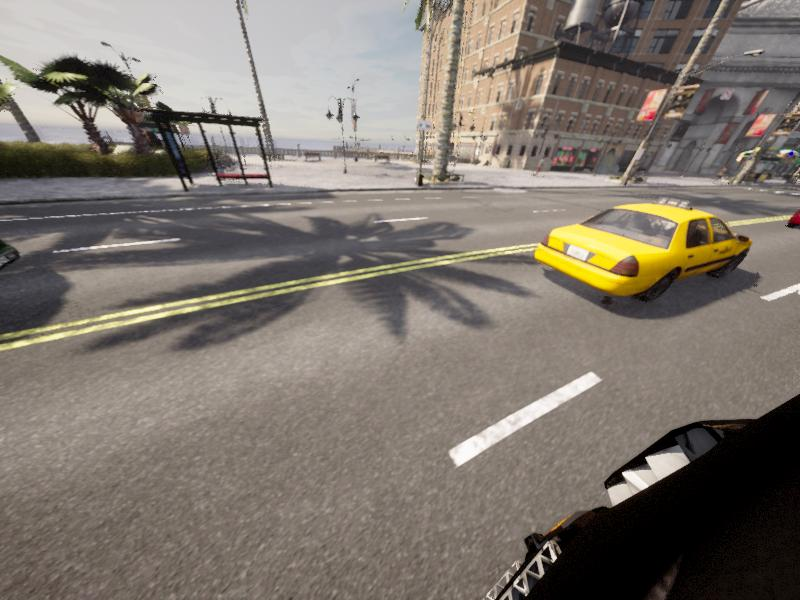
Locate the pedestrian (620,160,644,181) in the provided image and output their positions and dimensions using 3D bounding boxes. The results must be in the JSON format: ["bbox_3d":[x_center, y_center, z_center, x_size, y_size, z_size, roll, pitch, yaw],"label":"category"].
[{"bbox_3d":[24.388,-13.611,24.293,0.751,1.860,0.751,-1,34,-6],"label":"pedestrian"}]

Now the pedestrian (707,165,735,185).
[{"bbox_3d":[35.469,-13.877,25.569,0.751,1.860,0.751,3,34,0],"label":"pedestrian"}]

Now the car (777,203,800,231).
[{"bbox_3d":[18.660,-3.551,9.506,4.181,1.385,1.994,-10,36,-19],"label":"car"}]

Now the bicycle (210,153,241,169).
[{"bbox_3d":[-13.273,-10.630,17.663,1.643,1.024,0.373,-10,36,-19],"label":"bicycle"}]

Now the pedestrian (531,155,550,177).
[{"bbox_3d":[13.955,-13.322,23.036,0.751,1.860,0.751,-10,36,-18],"label":"pedestrian"}]

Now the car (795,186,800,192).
[{"bbox_3d":[45.664,-12.397,24.670,5.238,1.638,1.930,-10,36,-18],"label":"car"}]

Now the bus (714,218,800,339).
[{"bbox_3d":[11.408,-1.499,3.260,10.273,4.253,3.944,-11,36,-19],"label":"bus"}]

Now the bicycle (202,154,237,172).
[{"bbox_3d":[-12.553,-9.561,16.117,1.643,1.024,0.373,-10,36,-19],"label":"bicycle"}]

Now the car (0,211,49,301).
[{"bbox_3d":[-7.963,-0.262,2.085,4.553,1.767,2.097,-17,38,-27],"label":"car"}]

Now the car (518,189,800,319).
[{"bbox_3d":[5.450,-1.304,4.901,5.366,1.575,1.801,-11,36,-20],"label":"car"}]

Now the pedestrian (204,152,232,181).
[{"bbox_3d":[-9.782,-7.202,12.483,0.751,1.300,0.751,-14,37,-23],"label":"pedestrian"}]
